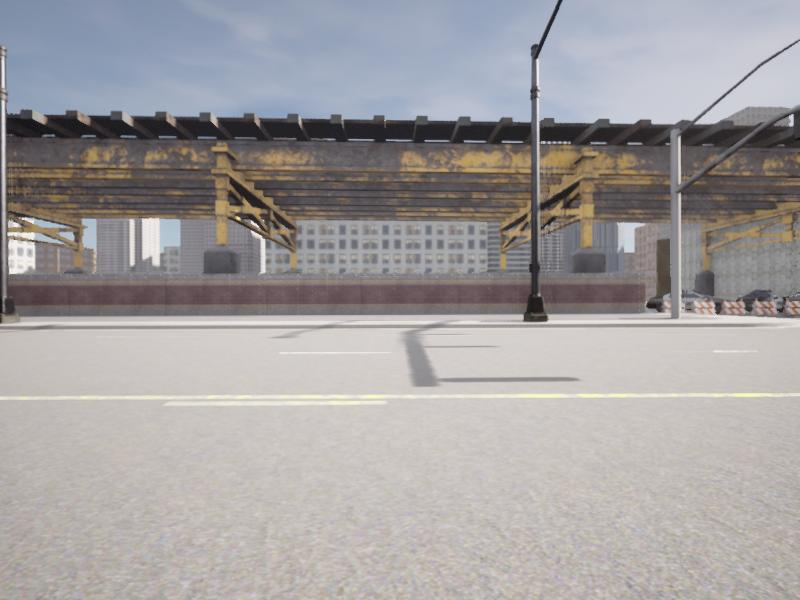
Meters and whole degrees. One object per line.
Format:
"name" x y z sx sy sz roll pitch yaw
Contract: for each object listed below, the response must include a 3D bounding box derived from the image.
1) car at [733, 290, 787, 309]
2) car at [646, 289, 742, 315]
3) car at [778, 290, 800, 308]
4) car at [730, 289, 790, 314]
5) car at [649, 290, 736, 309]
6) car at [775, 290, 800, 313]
"car" 24.316 -0.045 26.962 4.536 1.218 1.853 0 0 -37
"car" 19.667 0.129 26.910 4.974 1.542 2.038 0 0 43
"car" 29.593 -0.064 27.757 4.536 1.218 1.853 0 0 28
"car" 24.275 0.112 26.931 4.974 1.542 2.038 0 0 -37
"car" 19.628 -0.029 26.945 4.536 1.218 1.853 0 0 43
"car" 29.640 0.093 27.732 4.974 1.542 2.038 0 0 28
